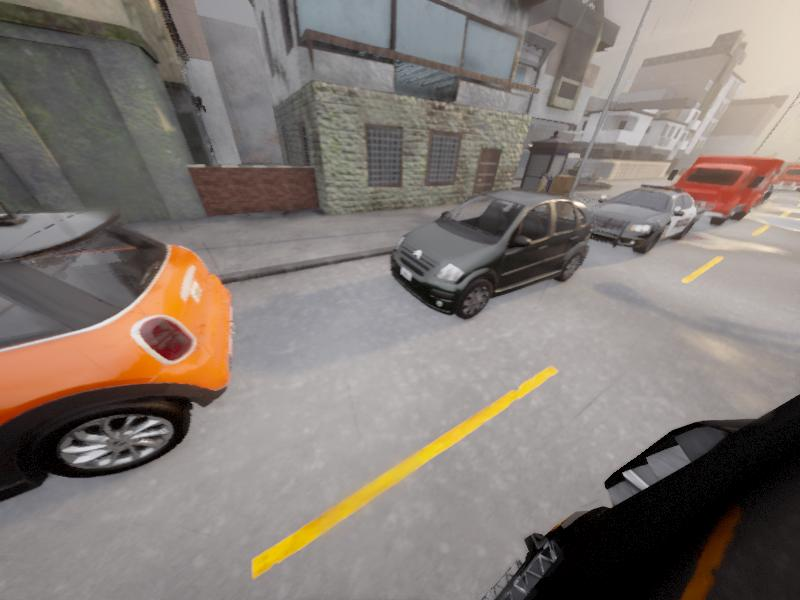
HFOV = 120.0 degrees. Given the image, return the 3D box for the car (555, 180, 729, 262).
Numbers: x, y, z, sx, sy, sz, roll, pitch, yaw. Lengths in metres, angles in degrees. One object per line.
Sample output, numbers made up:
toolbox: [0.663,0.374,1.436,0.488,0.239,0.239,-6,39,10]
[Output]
car: [7.644,-2.744,7.309,4.974,1.542,2.038,-16,38,-26]

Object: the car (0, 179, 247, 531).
car: [-3.842,0.455,1.352,4.553,1.767,2.097,-16,38,-26]

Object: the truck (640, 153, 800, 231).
truck: [14.313,-5.049,10.449,5.204,2.467,2.627,-16,38,-26]

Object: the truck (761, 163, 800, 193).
truck: [43.076,-13.319,25.173,5.204,2.467,2.627,-16,38,-26]

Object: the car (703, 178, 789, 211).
car: [22.189,-6.872,14.792,5.357,1.411,2.033,-16,38,-26]

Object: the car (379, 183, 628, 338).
car: [1.825,-1.102,4.310,3.988,1.617,1.851,-16,38,-26]

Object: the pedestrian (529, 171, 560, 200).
pedestrian: [7.806,-6.242,12.572,0.751,1.300,0.751,-3,34,-10]
